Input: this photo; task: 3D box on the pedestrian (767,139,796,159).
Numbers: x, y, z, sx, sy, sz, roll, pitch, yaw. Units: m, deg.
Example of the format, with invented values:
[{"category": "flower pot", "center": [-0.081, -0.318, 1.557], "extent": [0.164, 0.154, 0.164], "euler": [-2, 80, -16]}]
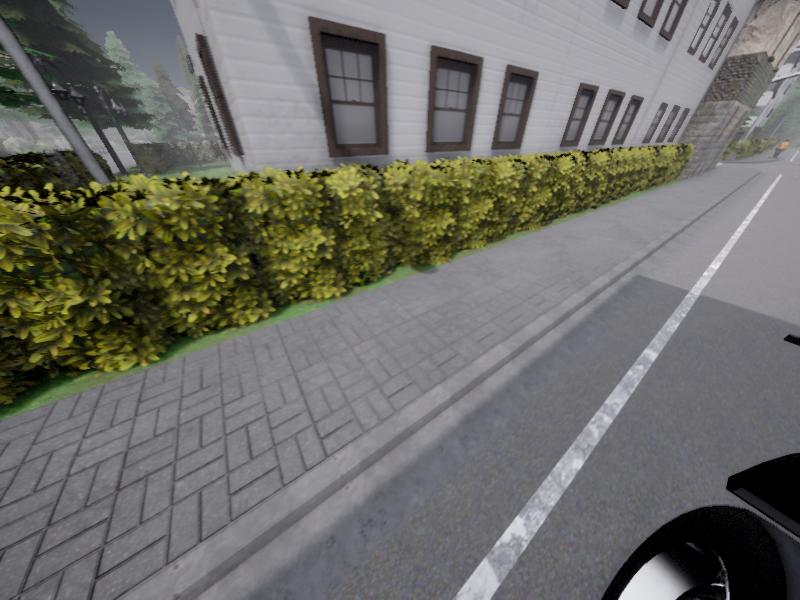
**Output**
[{"category": "pedestrian", "center": [42.457, -16.817, 25.704], "extent": [0.751, 1.860, 0.751], "euler": [-15, 38, -20]}]
